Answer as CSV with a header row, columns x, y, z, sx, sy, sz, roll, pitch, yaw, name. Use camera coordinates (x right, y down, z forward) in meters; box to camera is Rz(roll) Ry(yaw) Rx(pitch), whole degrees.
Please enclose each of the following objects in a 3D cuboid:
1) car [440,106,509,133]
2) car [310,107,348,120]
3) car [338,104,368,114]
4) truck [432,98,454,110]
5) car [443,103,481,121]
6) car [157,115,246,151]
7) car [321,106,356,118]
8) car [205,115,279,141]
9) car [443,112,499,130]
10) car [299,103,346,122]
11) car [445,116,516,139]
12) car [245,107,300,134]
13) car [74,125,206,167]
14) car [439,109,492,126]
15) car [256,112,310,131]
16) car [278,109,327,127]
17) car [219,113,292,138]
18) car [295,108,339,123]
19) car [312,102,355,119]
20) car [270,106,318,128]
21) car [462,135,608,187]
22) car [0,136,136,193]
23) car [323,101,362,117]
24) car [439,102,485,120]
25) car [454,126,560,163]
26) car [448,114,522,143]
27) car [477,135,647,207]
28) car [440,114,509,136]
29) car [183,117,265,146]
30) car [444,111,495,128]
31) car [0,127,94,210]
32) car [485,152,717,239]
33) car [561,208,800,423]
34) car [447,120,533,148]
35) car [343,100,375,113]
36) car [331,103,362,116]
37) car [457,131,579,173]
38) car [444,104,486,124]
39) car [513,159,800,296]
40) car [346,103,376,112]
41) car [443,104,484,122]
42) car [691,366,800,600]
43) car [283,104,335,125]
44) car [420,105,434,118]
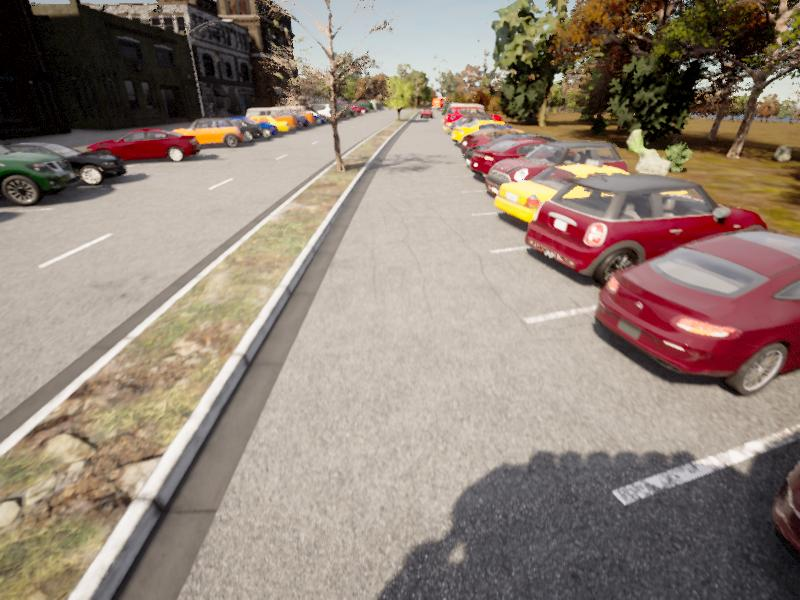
x,y,z,sx,sy,sz,roll,pitch,yaw,name
6.792,-16.620,36.778,5.566,2.045,2.435,-7,28,-14,car
-9.790,-25.601,54.896,4.792,1.488,2.163,-8,28,-13,car
-8.290,-33.834,70.874,5.008,1.535,2.097,-8,28,-13,car
10.160,-46.308,94.421,2.627,2.467,5.204,20,34,36,truck
8.119,-24.708,52.582,4.442,1.987,1.878,-6,28,-14,car
-12.417,-10.661,25.442,4.553,1.767,2.185,-8,28,-14,car
-9.289,-28.337,60.227,4.792,1.488,2.163,-8,28,-13,car
-12.033,-13.299,30.862,5.008,1.535,2.097,-8,28,-14,car
6.978,-17.715,39.524,4.792,1.488,2.163,-7,28,-14,car
-10.097,-24.472,52.083,5.566,2.045,2.435,-8,28,-13,car
6.297,-13.685,31.615,4.892,1.521,2.231,-7,28,-14,car
-11.450,-16.260,36.135,4.442,1.987,1.878,-8,28,-13,car
-12.791,-7.795,20.129,5.008,1.535,2.097,-9,28,-15,car
7.314,-20.437,44.750,5.366,1.575,1.946,-7,28,-14,car
-11.343,-17.381,38.883,4.792,1.488,2.163,-8,28,-13,car
-10.821,-20.152,44.217,5.008,1.535,2.097,-8,28,-13,car
-11.973,-14.645,33.485,5.366,1.575,1.946,-8,28,-14,car
-10.321,-22.888,49.546,5.008,1.535,2.097,-8,28,-13,car
-9.546,-27.220,57.435,5.566,2.045,2.435,-8,28,-13,car
-10.960,-19.002,41.477,4.442,1.987,1.878,-8,28,-13,car
5.239,-5.576,15.823,5.008,1.535,2.097,-7,28,-16,car
-13.087,-5.043,14.763,5.008,1.535,2.097,-9,28,-16,car
-9.042,-29.956,62.767,5.566,2.045,2.435,-8,28,-13,car
8.505,-26.104,55.248,5.566,2.045,2.435,-7,28,-14,car
5.563,-8.258,21.112,4.792,1.488,2.163,-7,28,-15,car
6.060,-12.442,28.917,4.553,1.767,2.185,-7,28,-14,car
5.162,-4.336,13.138,4.553,1.767,2.185,-8,29,-16,car
6.351,-15.018,34.197,5.366,1.575,1.946,-7,28,-14,car
-12.226,-11.924,28.182,4.892,1.521,2.231,-8,28,-14,car
7.276,-19.079,42.183,4.792,1.488,2.163,-6,28,-14,car
-13.174,-3.895,11.972,5.566,2.045,2.435,-9,28,-16,car
5.205,-2.899,10.611,5.366,1.575,1.946,-8,28,-16,car
4.880,-0.130,5.310,4.674,1.452,2.002,-8,28,-17,car
5.879,-10.982,26.349,5.008,1.535,2.097,-7,28,-15,car
-7.787,-36.810,76.097,5.566,2.045,2.435,-8,28,-13,car
-8.777,-31.207,65.480,4.553,1.767,2.185,-8,28,-13,car
5.351,-6.894,18.455,4.792,1.488,2.163,-7,29,-15,car
7.631,-21.997,47.302,4.442,1.987,1.878,-6,28,-14,car
4.920,-1.627,7.860,4.553,1.767,2.185,-8,28,-17,car
-7.675,-37.959,78.852,5.366,1.575,1.946,-8,28,-13,car
7.875,-23.353,49.942,4.442,1.987,1.878,-6,28,-14,car
4.836,1.223,2.676,4.674,1.452,2.002,-8,28,-17,car
-10.597,-21.738,46.757,5.566,2.045,2.435,-8,28,-13,car
3.983,-27.835,59.097,1.851,1.617,3.988,2,27,4,car
